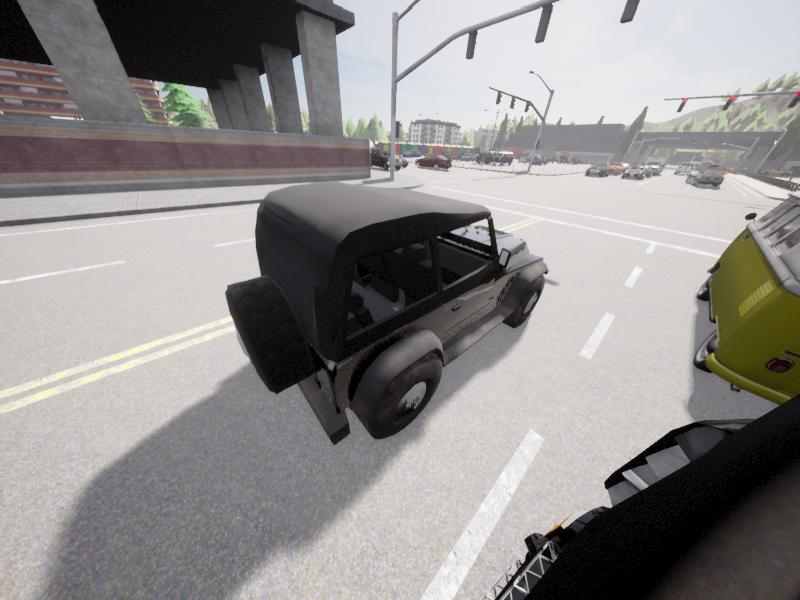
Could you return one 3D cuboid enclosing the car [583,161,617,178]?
[{"bbox_3d":[26.359,-17.242,30.462,4.856,1.649,2.033,-24,42,-35],"label":"car"}]

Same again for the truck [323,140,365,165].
[{"bbox_3d":[-7.124,-18.771,29.362,2.627,2.467,5.204,-25,42,-35],"label":"truck"}]

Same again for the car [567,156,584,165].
[{"bbox_3d":[46.715,-37.073,61.381,4.605,1.855,1.932,-24,42,-35],"label":"car"}]

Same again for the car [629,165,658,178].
[{"bbox_3d":[35.226,-18.580,33.382,4.181,1.385,1.994,-24,42,-35],"label":"car"}]

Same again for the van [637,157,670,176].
[{"bbox_3d":[41.805,-21.997,38.075,6.366,2.431,2.351,-24,42,-35],"label":"van"}]

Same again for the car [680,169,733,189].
[{"bbox_3d":[33.233,-13.301,25.253,2.033,1.411,5.357,24,39,28],"label":"car"}]

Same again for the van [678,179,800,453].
[{"bbox_3d":[5.428,-0.145,2.781,4.442,1.987,1.775,-24,42,-35],"label":"van"}]

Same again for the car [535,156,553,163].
[{"bbox_3d":[38.212,-37.178,61.320,5.357,1.415,2.033,-24,42,-35],"label":"car"}]

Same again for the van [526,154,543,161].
[{"bbox_3d":[48.286,-51.262,83.024,2.069,2.038,4.480,-23,41,-33],"label":"van"}]

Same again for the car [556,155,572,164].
[{"bbox_3d":[44.849,-38.359,63.182,3.866,1.878,1.905,-24,42,-35],"label":"car"}]

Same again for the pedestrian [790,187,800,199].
[{"bbox_3d":[29.901,-8.306,16.731,0.751,1.860,0.751,-25,43,-35],"label":"pedestrian"}]

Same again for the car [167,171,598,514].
[{"bbox_3d":[0.275,-0.349,2.784,3.866,1.878,1.905,-24,42,-35],"label":"car"}]

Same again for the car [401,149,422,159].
[{"bbox_3d":[2.690,-33.635,53.169,4.611,1.667,2.242,-24,42,-35],"label":"car"}]

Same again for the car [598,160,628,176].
[{"bbox_3d":[32.225,-19.973,34.869,4.553,1.767,2.097,-24,42,-35],"label":"car"}]

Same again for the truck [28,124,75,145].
[{"bbox_3d":[-54.988,-26.148,36.660,2.615,2.467,5.204,-24,42,-35],"label":"truck"}]

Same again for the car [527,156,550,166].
[{"bbox_3d":[28.810,-28.852,47.941,4.611,1.667,2.242,-24,42,-35],"label":"car"}]

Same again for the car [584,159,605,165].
[{"bbox_3d":[62.351,-44.157,74.042,1.895,1.301,4.718,-23,42,-34],"label":"car"}]

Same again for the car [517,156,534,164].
[{"bbox_3d":[29.936,-33.438,55.068,3.806,1.475,1.970,-24,42,-35],"label":"car"}]

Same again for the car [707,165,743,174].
[{"bbox_3d":[83.870,-33.746,59.775,1.882,1.535,5.008,-5,34,-12],"label":"car"}]

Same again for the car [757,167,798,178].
[{"bbox_3d":[88.500,-30.062,54.268,1.932,1.855,4.605,-25,42,-35],"label":"car"}]

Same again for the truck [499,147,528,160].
[{"bbox_3d":[41.488,-53.764,84.651,2.891,3.827,8.468,-23,41,-33],"label":"truck"}]

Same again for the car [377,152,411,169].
[{"bbox_3d":[-0.826,-17.117,28.248,1.816,1.474,4.193,-25,42,-35],"label":"car"}]

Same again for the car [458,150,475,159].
[{"bbox_3d":[18.747,-41.022,65.211,4.605,1.855,1.932,-24,42,-35],"label":"car"}]

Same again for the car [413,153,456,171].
[{"bbox_3d":[4.055,-16.854,28.164,1.882,1.535,5.008,-25,42,-35],"label":"car"}]

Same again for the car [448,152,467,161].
[{"bbox_3d":[12.886,-32.156,51.786,3.905,1.438,1.784,-24,42,-35],"label":"car"}]

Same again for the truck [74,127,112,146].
[{"bbox_3d":[-51.753,-27.608,39.106,2.615,2.467,5.204,-24,42,-35],"label":"truck"}]

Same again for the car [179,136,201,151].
[{"bbox_3d":[-35.283,-26.259,38.792,1.905,1.878,3.866,-24,42,-35],"label":"car"}]

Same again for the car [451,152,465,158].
[{"bbox_3d":[16.879,-42.139,67.134,3.905,1.438,1.784,-24,42,-35],"label":"car"}]

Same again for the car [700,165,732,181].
[{"bbox_3d":[47.061,-18.961,34.470,4.553,1.767,2.097,-24,42,-35],"label":"car"}]

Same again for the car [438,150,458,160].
[{"bbox_3d":[11.090,-33.492,53.281,4.605,1.855,1.932,-24,42,-35],"label":"car"}]

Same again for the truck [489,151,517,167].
[{"bbox_3d":[17.530,-23.975,39.257,4.478,2.038,2.069,-24,42,-35],"label":"truck"}]

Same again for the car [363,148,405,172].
[{"bbox_3d":[-1.825,-15.032,24.669,1.932,1.855,4.605,-25,42,-35],"label":"car"}]

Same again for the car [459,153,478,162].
[{"bbox_3d":[14.792,-30.859,50.034,3.806,1.475,1.970,-24,42,-35],"label":"car"}]

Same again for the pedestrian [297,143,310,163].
[{"bbox_3d":[-10.514,-16.053,25.246,0.751,1.860,0.751,-24,42,-35],"label":"pedestrian"}]

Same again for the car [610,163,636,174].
[{"bbox_3d":[37.944,-22.441,39.306,4.792,1.488,2.163,-24,42,-35],"label":"car"}]

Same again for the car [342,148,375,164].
[{"bbox_3d":[-5.934,-20.545,32.874,1.930,1.638,5.238,-25,42,-35],"label":"car"}]

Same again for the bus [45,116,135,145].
[{"bbox_3d":[-65.299,-36.015,49.416,10.273,4.253,3.944,-24,42,-35],"label":"bus"}]

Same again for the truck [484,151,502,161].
[{"bbox_3d":[24.207,-37.515,60.168,4.478,2.038,2.069,-24,42,-35],"label":"truck"}]

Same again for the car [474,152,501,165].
[{"bbox_3d":[15.567,-25.143,41.039,4.605,1.855,1.932,-24,42,-35],"label":"car"}]

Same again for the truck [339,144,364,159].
[{"bbox_3d":[-9.192,-27.983,43.423,2.390,2.098,6.274,-16,38,-26],"label":"truck"}]

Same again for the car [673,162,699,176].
[{"bbox_3d":[52.883,-24.278,42.702,5.566,2.045,2.150,-24,42,-35],"label":"car"}]

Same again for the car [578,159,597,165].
[{"bbox_3d":[57.004,-41.886,70.136,1.970,1.475,3.806,-24,42,-34],"label":"car"}]

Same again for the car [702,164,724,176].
[{"bbox_3d":[63.704,-26.543,47.089,3.866,1.878,1.905,-24,42,-35],"label":"car"}]

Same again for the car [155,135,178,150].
[{"bbox_3d":[-37.491,-25.262,37.123,1.905,1.878,3.866,-24,42,-35],"label":"car"}]

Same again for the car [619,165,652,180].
[{"bbox_3d":[29.844,-16.182,29.261,3.806,1.475,1.970,-24,42,-35],"label":"car"}]

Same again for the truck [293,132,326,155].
[{"bbox_3d":[-19.126,-33.068,48.772,2.891,3.827,8.468,-25,42,-35],"label":"truck"}]

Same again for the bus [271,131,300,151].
[{"bbox_3d":[-32.218,-44.648,64.835,3.944,4.253,10.273,-21,40,-31],"label":"bus"}]
